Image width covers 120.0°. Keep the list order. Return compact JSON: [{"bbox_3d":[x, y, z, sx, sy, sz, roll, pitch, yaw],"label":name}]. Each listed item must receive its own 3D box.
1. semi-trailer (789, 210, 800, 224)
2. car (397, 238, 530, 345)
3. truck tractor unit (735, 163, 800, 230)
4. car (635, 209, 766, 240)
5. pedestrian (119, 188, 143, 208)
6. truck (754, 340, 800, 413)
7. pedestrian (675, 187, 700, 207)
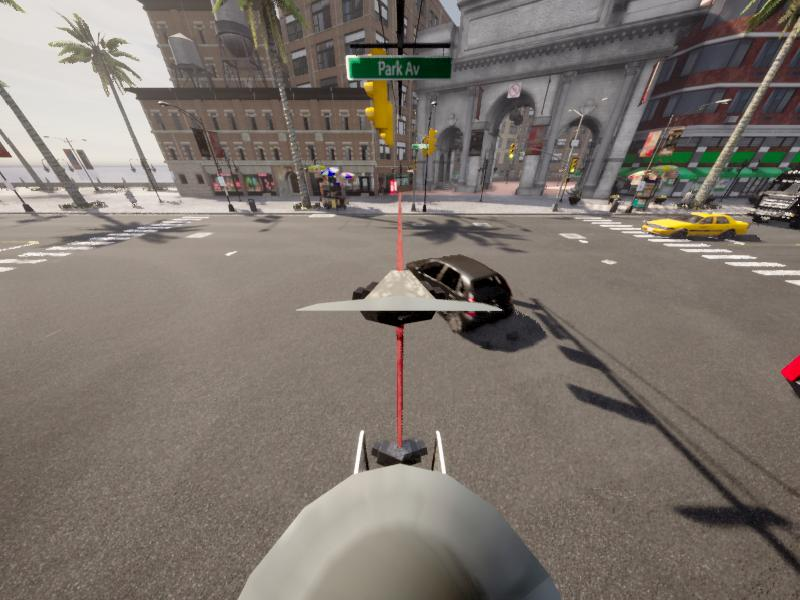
[{"bbox_3d":[39.148,-7.506,16.589,14.254,4.402,2.717,1,30,1],"label":"semi-trailer"},{"bbox_3d":[1.604,-0.629,7.488,1.851,1.617,3.988,-14,33,-23],"label":"car"},{"bbox_3d":[31.239,-7.540,16.845,6.516,4.208,3.053,2,30,2],"label":"truck tractor unit"},{"bbox_3d":[19.031,-4.890,14.892,5.366,1.575,1.801,0,30,0],"label":"car"},{"bbox_3d":[-28.349,-10.750,24.412,0.751,1.860,0.751,8,31,13],"label":"pedestrian"},{"bbox_3d":[8.271,2.305,0.189,2.891,3.827,8.468,5,30,9],"label":"truck"},{"bbox_3d":[31.597,-11.318,25.396,0.751,1.860,0.751,1,30,2],"label":"pedestrian"}]
